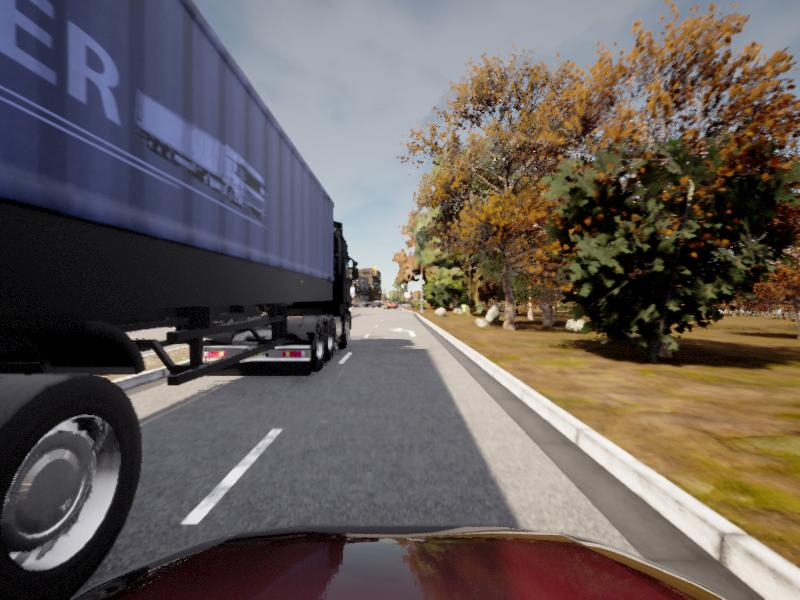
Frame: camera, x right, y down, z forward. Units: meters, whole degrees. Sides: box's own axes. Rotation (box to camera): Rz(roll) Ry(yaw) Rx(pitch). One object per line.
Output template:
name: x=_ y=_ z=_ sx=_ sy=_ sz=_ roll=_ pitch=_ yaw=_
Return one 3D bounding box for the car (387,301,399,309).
car: x=-1.388 y=0.986 z=80.017 sx=1.851 sy=1.617 sz=3.988 roll=0 pitch=0 yaw=5

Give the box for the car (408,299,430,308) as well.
car: x=4.266 y=0.833 z=89.643 sx=4.442 sy=1.987 sz=1.878 roll=1 pitch=0 yaw=-14

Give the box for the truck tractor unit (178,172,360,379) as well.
truck tractor unit: x=-2.995 y=-0.508 z=11.417 sx=3.053 sy=4.208 sz=6.516 roll=0 pitch=0 yaw=0

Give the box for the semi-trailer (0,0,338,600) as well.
semi-trailer: x=-2.997 y=-0.615 z=3.501 sx=2.717 sy=4.402 sz=14.254 roll=0 pitch=0 yaw=0
